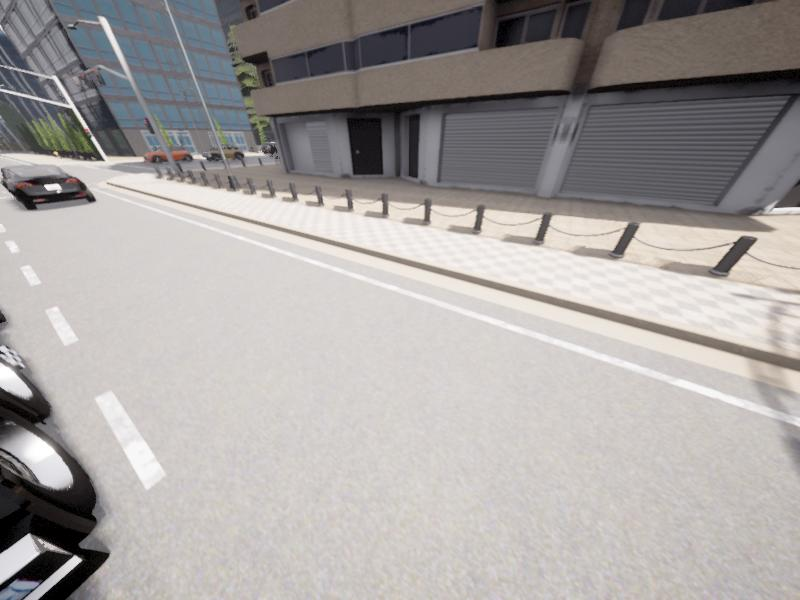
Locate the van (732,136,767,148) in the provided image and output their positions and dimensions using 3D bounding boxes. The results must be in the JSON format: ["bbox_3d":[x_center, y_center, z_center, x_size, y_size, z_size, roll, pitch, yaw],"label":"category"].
[{"bbox_3d":[87.981,-39.821,58.253,2.351,2.431,6.366,20,40,27],"label":"van"}]

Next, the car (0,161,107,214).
[{"bbox_3d":[-15.730,-5.122,10.197,4.792,1.488,2.163,19,39,26],"label":"car"}]

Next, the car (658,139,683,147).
[{"bbox_3d":[76.338,-44.424,65.187,3.866,1.878,1.905,19,39,26],"label":"car"}]

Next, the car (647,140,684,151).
[{"bbox_3d":[56.199,-32.883,49.067,4.605,1.855,1.932,19,39,26],"label":"car"}]

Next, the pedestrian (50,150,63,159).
[{"bbox_3d":[-49.792,-21.129,33.506,0.500,1.100,0.500,19,39,25],"label":"pedestrian"}]

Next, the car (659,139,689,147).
[{"bbox_3d":[74.764,-43.031,63.196,4.605,1.855,1.932,19,39,26],"label":"car"}]

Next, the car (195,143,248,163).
[{"bbox_3d":[-22.602,-18.853,29.527,1.932,1.855,4.605,20,40,26],"label":"car"}]

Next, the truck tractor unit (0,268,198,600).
[{"bbox_3d":[-5.117,-0.295,0.768,6.516,4.208,3.053,18,39,24],"label":"truck tractor unit"}]

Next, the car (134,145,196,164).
[{"bbox_3d":[-28.085,-17.588,27.833,2.097,1.767,4.553,20,40,26],"label":"car"}]

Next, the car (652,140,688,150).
[{"bbox_3d":[59.315,-34.148,50.855,4.605,1.855,1.932,19,39,26],"label":"car"}]
